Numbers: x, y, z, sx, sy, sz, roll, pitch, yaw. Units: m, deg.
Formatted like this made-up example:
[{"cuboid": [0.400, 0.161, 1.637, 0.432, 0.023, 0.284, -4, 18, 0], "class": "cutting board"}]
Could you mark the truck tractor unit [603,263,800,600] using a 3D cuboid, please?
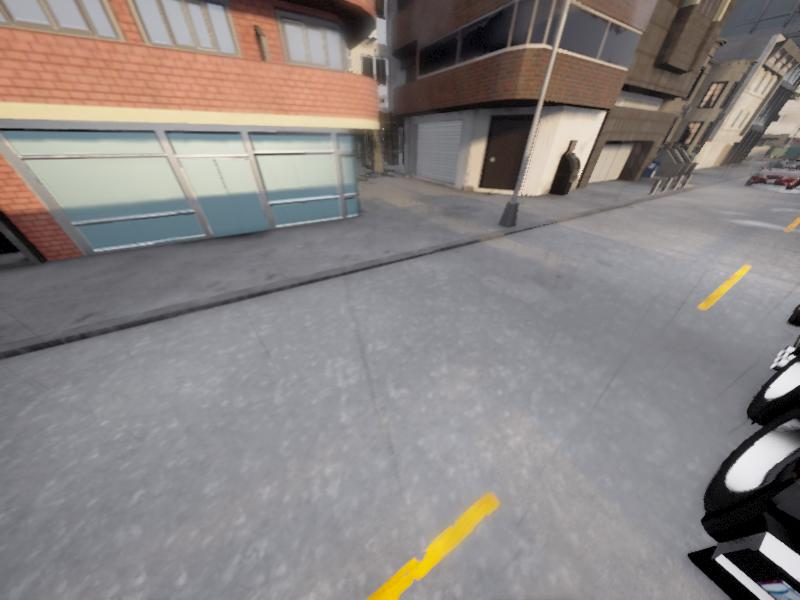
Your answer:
[{"cuboid": [5.111, -0.298, 0.800, 6.516, 4.208, 3.053, -18, 39, -24], "class": "truck tractor unit"}]

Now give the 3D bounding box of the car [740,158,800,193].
[{"cuboid": [23.152, -7.651, 14.000, 4.193, 1.474, 1.816, -18, 39, -24], "class": "car"}]
